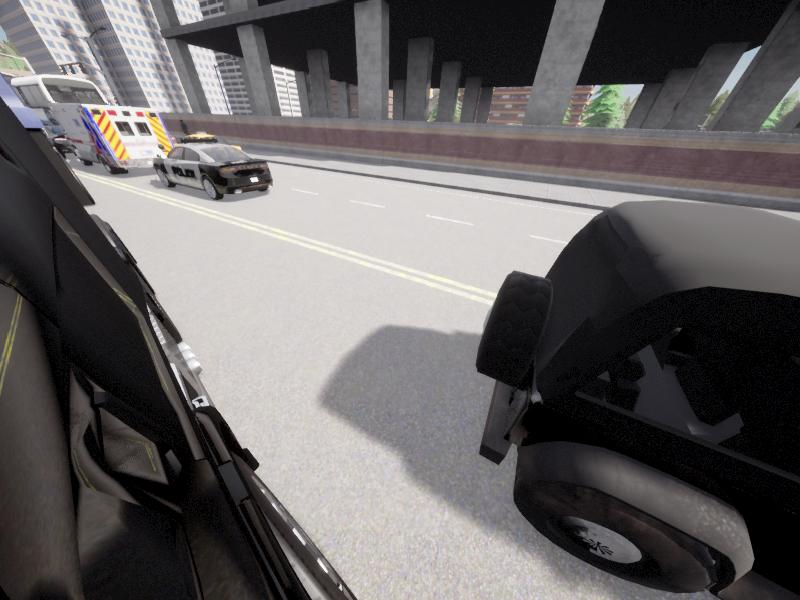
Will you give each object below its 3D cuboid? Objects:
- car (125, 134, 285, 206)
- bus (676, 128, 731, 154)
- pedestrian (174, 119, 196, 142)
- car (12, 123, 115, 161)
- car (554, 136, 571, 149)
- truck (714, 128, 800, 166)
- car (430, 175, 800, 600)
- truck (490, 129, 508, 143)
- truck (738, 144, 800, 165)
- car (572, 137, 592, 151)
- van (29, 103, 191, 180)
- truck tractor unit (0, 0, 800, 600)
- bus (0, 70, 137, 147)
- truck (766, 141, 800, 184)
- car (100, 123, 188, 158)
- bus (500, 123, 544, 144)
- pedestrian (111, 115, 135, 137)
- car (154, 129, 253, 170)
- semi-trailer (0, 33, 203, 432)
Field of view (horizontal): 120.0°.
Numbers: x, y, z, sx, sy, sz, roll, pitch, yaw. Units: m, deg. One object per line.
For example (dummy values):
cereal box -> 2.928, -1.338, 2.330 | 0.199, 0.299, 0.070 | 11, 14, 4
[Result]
car -> -7.058, -4.937, 8.436 | 5.238, 1.638, 1.930 | 20, 40, 21
bus -> 66.372, -34.644, 50.557 | 10.273, 4.253, 3.944 | -17, 41, -25
pedestrian -> -21.434, -16.893, 23.050 | 0.751, 1.860, 0.751 | 19, 40, 20
car -> -20.262, -9.597, 13.947 | 4.902, 1.511, 2.128 | 20, 40, 21
car -> 29.371, -28.523, 41.781 | 1.905, 1.878, 3.866 | 20, 40, 21
truck -> 48.826, -21.140, 31.737 | 2.891, 3.827, 8.468 | 20, 40, 21
car -> 2.425, 0.735, 1.235 | 3.866, 1.878, 1.905 | 20, 40, 21
truck -> 23.507, -38.791, 54.718 | 2.615, 2.467, 5.204 | 20, 40, 21
truck -> 53.502, -21.171, 33.513 | 2.390, 2.098, 6.274 | 20, 40, 22
car -> 31.947, -27.599, 40.706 | 1.905, 1.878, 3.866 | 20, 40, 21
van -> -13.525, -7.567, 10.890 | 6.366, 2.431, 2.351 | 20, 40, 21
truck tractor unit -> -2.645, -0.295, 0.351 | 6.516, 4.208, 3.053 | 28, 44, 30
bus -> -28.706, -16.083, 19.805 | 10.273, 4.253, 3.944 | 20, 40, 22
truck -> 30.283, -9.471, 16.079 | 2.627, 2.467, 5.204 | 20, 40, 21
car -> -17.703, -11.135, 16.036 | 4.611, 1.667, 2.242 | 20, 40, 21
bus -> 35.119, -48.136, 66.728 | 10.273, 4.253, 3.944 | 20, 40, 22
pedestrian -> -30.930, -19.405, 25.812 | 0.751, 1.860, 0.751 | -4, 37, -9
car -> -11.396, -8.847, 13.446 | 5.366, 1.575, 1.801 | 20, 40, 21
semi-trailer -> -8.776, -3.550, 4.151 | 14.254, 4.402, 2.717 | 27, 43, 29
